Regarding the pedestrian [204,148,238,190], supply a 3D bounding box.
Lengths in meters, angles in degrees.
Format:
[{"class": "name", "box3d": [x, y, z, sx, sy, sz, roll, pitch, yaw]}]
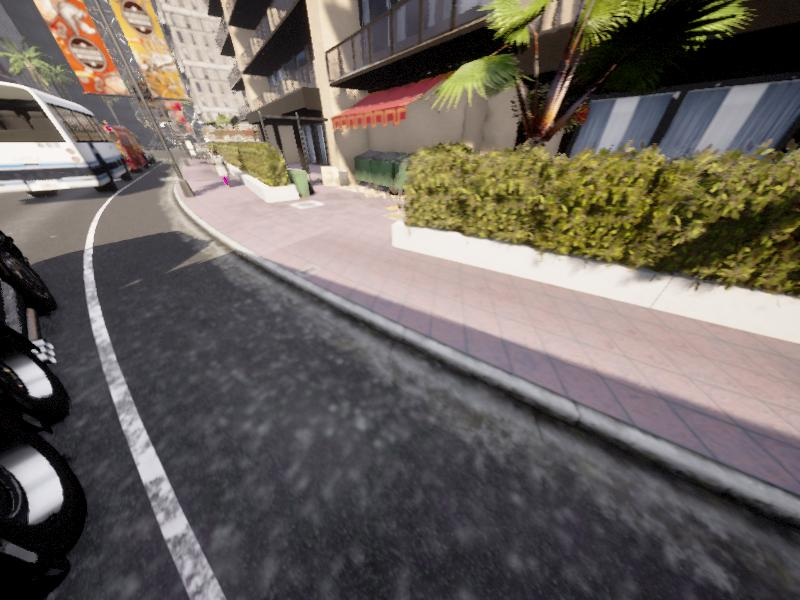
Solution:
[{"class": "pedestrian", "box3d": [-9.423, -6.914, 12.179, 0.751, 1.860, 0.751, -23, 41, -30]}]

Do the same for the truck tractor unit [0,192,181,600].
[{"class": "truck tractor unit", "box3d": [-4.984, -0.409, 0.945, 6.516, 4.208, 3.053, 23, 41, 30]}]

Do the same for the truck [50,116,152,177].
[{"class": "truck", "box3d": [-25.861, -13.767, 20.783, 2.891, 3.827, 8.468, -23, 41, -29]}]

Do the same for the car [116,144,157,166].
[{"class": "car", "box3d": [-32.421, -18.078, 28.640, 2.150, 2.045, 5.566, -23, 41, -29]}]

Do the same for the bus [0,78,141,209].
[{"class": "bus", "box3d": [-18.736, -8.400, 12.587, 3.944, 4.253, 10.273, -24, 41, -30]}]
